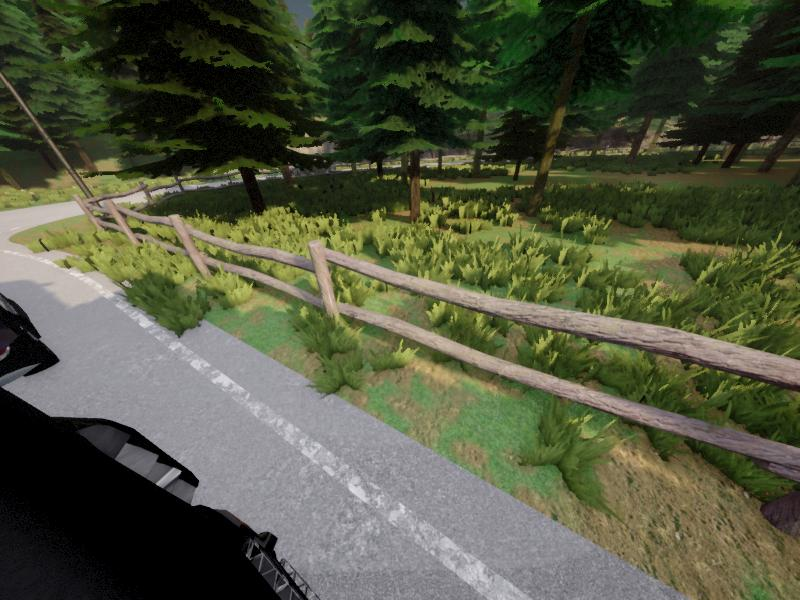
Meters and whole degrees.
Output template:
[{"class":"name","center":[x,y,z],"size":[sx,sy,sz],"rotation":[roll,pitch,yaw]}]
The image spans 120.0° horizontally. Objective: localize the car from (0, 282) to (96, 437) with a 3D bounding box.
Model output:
[{"class":"car","center":[-6.246,0.278,2.533],"size":[4.856,1.649,2.033],"rotation":[14,37,24]}]
